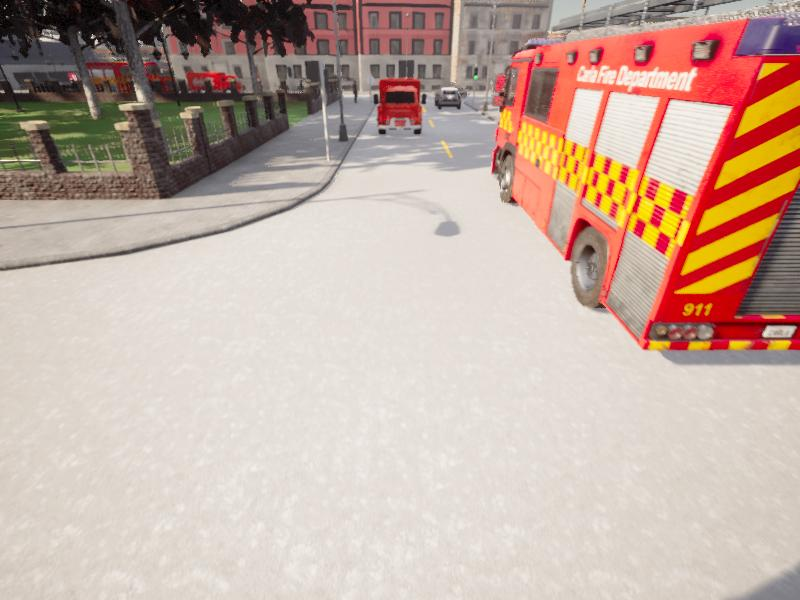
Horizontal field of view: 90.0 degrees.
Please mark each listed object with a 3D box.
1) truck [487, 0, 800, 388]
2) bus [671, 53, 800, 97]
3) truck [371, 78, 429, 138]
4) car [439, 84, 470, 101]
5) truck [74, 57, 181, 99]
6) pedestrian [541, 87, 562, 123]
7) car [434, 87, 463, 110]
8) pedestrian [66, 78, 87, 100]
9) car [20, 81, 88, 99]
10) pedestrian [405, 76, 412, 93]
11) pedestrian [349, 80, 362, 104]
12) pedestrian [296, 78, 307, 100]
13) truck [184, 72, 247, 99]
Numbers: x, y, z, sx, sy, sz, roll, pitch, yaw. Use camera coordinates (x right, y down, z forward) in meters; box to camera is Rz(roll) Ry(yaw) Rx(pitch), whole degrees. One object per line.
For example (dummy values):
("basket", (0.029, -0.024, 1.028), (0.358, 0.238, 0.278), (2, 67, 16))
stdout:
("truck", (4.002, -2.831, 7.057), (2.891, 3.827, 8.468), (0, 30, 0))
("bus", (38.452, -26.042, 46.342), (10.273, 4.253, 3.944), (0, 30, 0))
("truck", (-0.013, -10.300, 21.173), (2.627, 2.467, 5.204), (0, 30, 0))
("car", (5.751, -21.935, 42.168), (1.994, 1.385, 4.181), (13, 33, 21))
("truck", (-29.063, -23.882, 43.055), (8.468, 3.827, 2.891), (0, 30, 0))
("pedestrian", (8.834, -11.384, 23.379), (0.751, 1.860, 0.751), (4, 31, 7))
("car", (3.988, -16.874, 33.403), (1.970, 1.475, 3.806), (0, 30, 0))
("pedestrian", (-31.801, -20.722, 39.341), (0.751, 1.860, 0.751), (12, 32, 19))
("car", (-37.592, -22.933, 43.613), (5.027, 1.651, 2.152), (0, 30, 0))
("pedestrian", (1.034, -27.033, 50.143), (0.751, 1.860, 0.751), (-5, 31, -8))
("pedestrian", (-3.973, -18.637, 35.783), (0.751, 1.860, 0.751), (24, 38, 35))
("pedestrian", (-9.663, -20.712, 39.331), (0.751, 1.860, 0.751), (0, 30, -1))
("truck", (-19.902, -23.297, 43.400), (5.204, 2.467, 2.627), (0, 30, -1))
